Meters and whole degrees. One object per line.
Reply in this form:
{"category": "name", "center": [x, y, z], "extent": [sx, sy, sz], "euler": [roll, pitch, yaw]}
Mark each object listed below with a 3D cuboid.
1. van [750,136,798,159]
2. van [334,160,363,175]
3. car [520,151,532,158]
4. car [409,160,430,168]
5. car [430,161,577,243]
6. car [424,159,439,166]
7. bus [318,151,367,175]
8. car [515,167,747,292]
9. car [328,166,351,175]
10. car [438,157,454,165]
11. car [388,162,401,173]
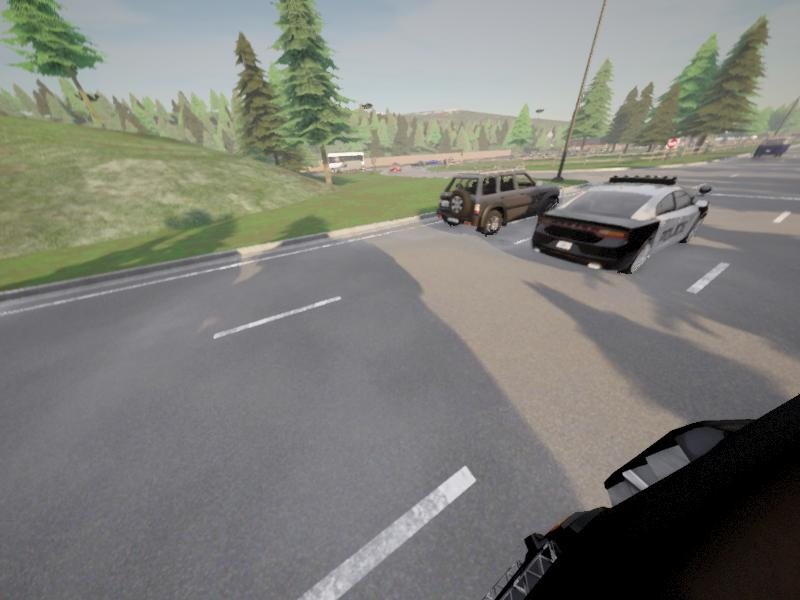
{"category": "van", "center": [42.797, -17.444, 26.432], "extent": [4.442, 1.987, 1.775], "euler": [-19, 35, -24]}
{"category": "van", "center": [-11.856, -30.940, 53.822], "extent": [5.915, 2.561, 1.988], "euler": [-19, 35, -24]}
{"category": "car", "center": [49.009, -56.438, 89.707], "extent": [3.866, 1.878, 1.905], "euler": [-20, 35, -24]}
{"category": "car", "center": [5.249, -36.605, 62.133], "extent": [5.238, 1.638, 1.930], "euler": [-20, 35, -24]}
{"category": "car", "center": [3.507, -3.573, 8.019], "extent": [4.605, 1.855, 1.932], "euler": [-19, 35, -24]}
{"category": "car", "center": [10.233, -44.637, 74.928], "extent": [4.514, 1.525, 2.007], "euler": [-20, 35, -24]}
{"category": "bus", "center": [-13.653, -33.090, 55.890], "extent": [10.273, 4.253, 3.944], "euler": [-19, 35, -24]}
{"category": "car", "center": [5.501, -2.058, 5.555], "extent": [5.238, 1.638, 1.930], "euler": [-19, 35, -24]}
{"category": "car", "center": [-15.425, -33.383, 59.353], "extent": [5.027, 1.651, 2.152], "euler": [-20, 35, -24]}
{"category": "car", "center": [13.813, -41.857, 69.590], "extent": [4.605, 1.855, 1.932], "euler": [-20, 35, -24]}
{"category": "car", "center": [-0.939, -26.560, 46.320], "extent": [2.242, 1.667, 4.611], "euler": [-2, 31, 4]}
